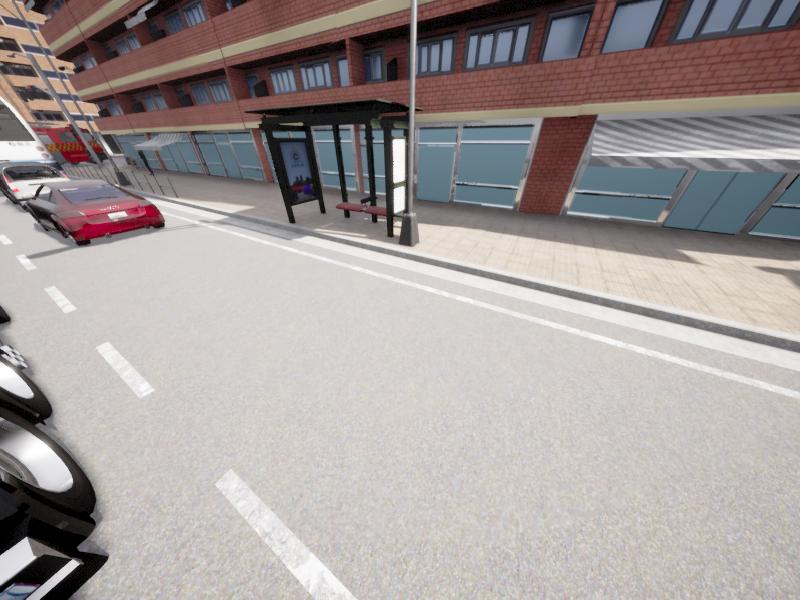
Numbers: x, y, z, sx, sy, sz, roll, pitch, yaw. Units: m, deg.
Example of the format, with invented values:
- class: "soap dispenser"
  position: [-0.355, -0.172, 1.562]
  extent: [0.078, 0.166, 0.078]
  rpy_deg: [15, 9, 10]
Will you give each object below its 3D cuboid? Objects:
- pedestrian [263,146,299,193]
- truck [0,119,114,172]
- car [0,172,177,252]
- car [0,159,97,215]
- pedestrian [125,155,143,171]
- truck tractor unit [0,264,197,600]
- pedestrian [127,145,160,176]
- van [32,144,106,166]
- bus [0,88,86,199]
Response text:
- class: "pedestrian"
  position: [-5.587, -6.158, 10.940]
  extent: [0.751, 1.860, 0.751]
  rpy_deg: [19, 39, 25]
- class: "truck"
  position: [-35.983, -15.807, 23.607]
  extent: [2.891, 3.827, 8.468]
  rpy_deg: [-5, 35, -6]
- class: "car"
  position: [-9.288, -2.824, 6.922]
  extent: [4.181, 1.385, 1.994]
  rpy_deg: [17, 38, 23]
- class: "car"
  position: [-15.346, -4.889, 9.721]
  extent: [3.988, 1.617, 1.851]
  rpy_deg: [18, 39, 24]
- class: "pedestrian"
  position: [-22.257, -11.431, 19.328]
  extent: [0.500, 1.100, 0.500]
  rpy_deg: [20, 40, 27]
- class: "truck tractor unit"
  position: [-5.110, -0.301, 0.779]
  extent: [6.516, 4.208, 3.053]
  rpy_deg: [18, 39, 24]
- class: "pedestrian"
  position: [-18.310, -10.003, 16.554]
  extent: [0.751, 1.860, 0.751]
  rpy_deg: [-22, 40, -28]
- class: "van"
  position: [-38.962, -17.302, 27.383]
  extent: [1.775, 1.987, 4.442]
  rpy_deg: [18, 39, 25]
- class: "bus"
  position: [-23.284, -8.484, 12.628]
  extent: [10.273, 4.253, 3.944]
  rpy_deg: [18, 39, 24]
